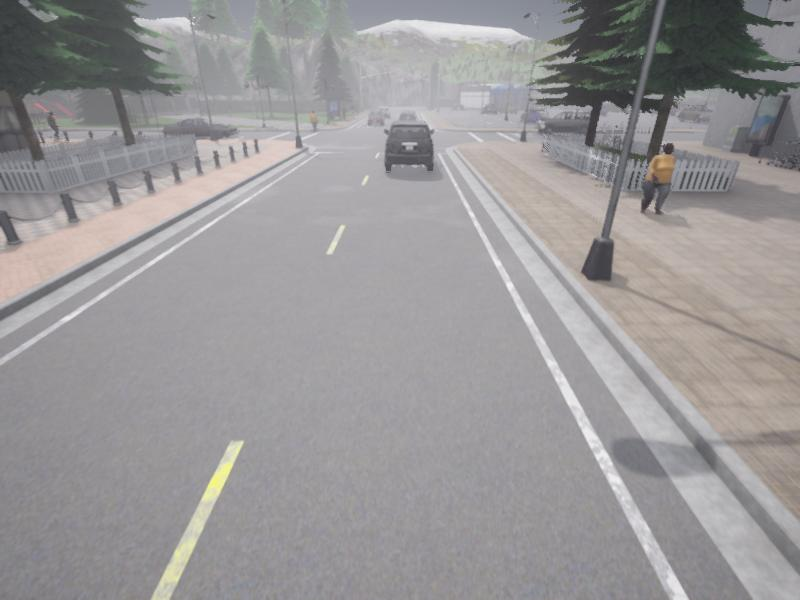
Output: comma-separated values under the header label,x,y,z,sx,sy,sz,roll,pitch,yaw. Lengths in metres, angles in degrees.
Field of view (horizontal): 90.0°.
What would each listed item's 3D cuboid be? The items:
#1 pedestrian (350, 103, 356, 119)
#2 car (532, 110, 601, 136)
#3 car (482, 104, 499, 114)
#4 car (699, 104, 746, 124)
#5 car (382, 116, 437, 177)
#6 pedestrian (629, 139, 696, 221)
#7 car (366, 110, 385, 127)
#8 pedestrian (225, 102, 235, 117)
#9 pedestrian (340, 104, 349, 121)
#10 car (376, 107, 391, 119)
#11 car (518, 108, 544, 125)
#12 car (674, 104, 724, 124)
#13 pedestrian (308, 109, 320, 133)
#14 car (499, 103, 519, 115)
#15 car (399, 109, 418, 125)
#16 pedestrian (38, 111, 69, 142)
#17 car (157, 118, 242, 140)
label,x,y,z,sx,sy,sz,roll,pitch,yaw
pedestrian,-6.276,-25.224,53.392,0.751,1.860,0.751,-2,27,-5
car,13.696,-14.679,33.199,4.605,1.855,1.932,1,27,1
car,15.527,-32.840,68.719,2.007,1.523,4.514,1,27,1
car,36.355,-21.055,45.201,1.905,1.878,3.866,1,27,1
car,0.425,-7.271,18.579,2.150,2.045,5.566,0,27,1
pedestrian,6.564,-3.029,10.117,0.751,1.860,0.751,3,27,6
car,-2.621,-20.032,43.996,1.789,1.549,3.705,0,27,1
pedestrian,-24.673,-27.611,58.010,0.751,1.860,0.751,-19,33,-33
pedestrian,-6.683,-22.494,48.067,0.751,1.860,0.751,5,28,10
car,-2.368,-27.257,58.170,1.970,1.475,3.806,0,27,1
car,14.865,-20.935,45.576,1.845,1.501,3.633,1,27,1
car,33.440,-20.885,44.909,1.932,1.855,4.605,1,27,1
pedestrian,-7.597,-15.764,35.265,0.751,1.860,0.751,-10,29,-18
car,18.664,-32.833,68.691,2.152,1.636,5.027,1,27,1
car,0.958,-21.512,46.968,2.163,1.488,4.792,0,27,1
pedestrian,-23.133,-11.598,26.753,0.751,1.860,0.751,1,27,1
car,-15.369,-13.235,30.858,5.357,1.411,2.033,1,27,1
